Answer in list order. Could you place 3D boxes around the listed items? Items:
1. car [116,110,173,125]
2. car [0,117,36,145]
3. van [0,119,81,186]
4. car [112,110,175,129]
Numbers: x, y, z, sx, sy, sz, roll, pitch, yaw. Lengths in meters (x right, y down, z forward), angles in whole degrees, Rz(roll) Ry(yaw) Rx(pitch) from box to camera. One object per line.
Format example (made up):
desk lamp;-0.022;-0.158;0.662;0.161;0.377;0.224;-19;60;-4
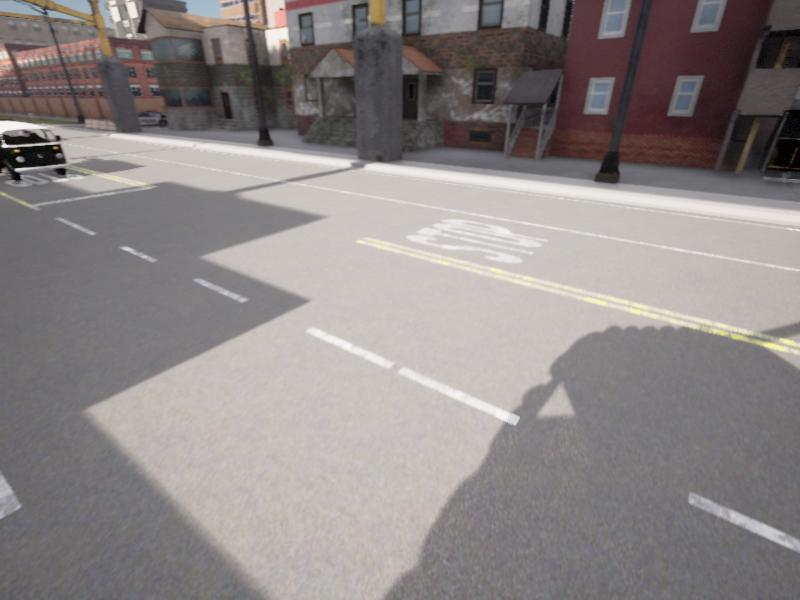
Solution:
car;-25.564;-18.322;40.185;4.536;1.218;1.853;-12;29;-21
car;-27.682;-11.935;28.154;3.633;1.501;1.845;18;32;31
van;-15.482;-6.155;16.355;4.480;2.038;2.069;19;32;31
car;-25.611;-18.172;40.237;4.974;1.542;2.038;-12;29;-21
